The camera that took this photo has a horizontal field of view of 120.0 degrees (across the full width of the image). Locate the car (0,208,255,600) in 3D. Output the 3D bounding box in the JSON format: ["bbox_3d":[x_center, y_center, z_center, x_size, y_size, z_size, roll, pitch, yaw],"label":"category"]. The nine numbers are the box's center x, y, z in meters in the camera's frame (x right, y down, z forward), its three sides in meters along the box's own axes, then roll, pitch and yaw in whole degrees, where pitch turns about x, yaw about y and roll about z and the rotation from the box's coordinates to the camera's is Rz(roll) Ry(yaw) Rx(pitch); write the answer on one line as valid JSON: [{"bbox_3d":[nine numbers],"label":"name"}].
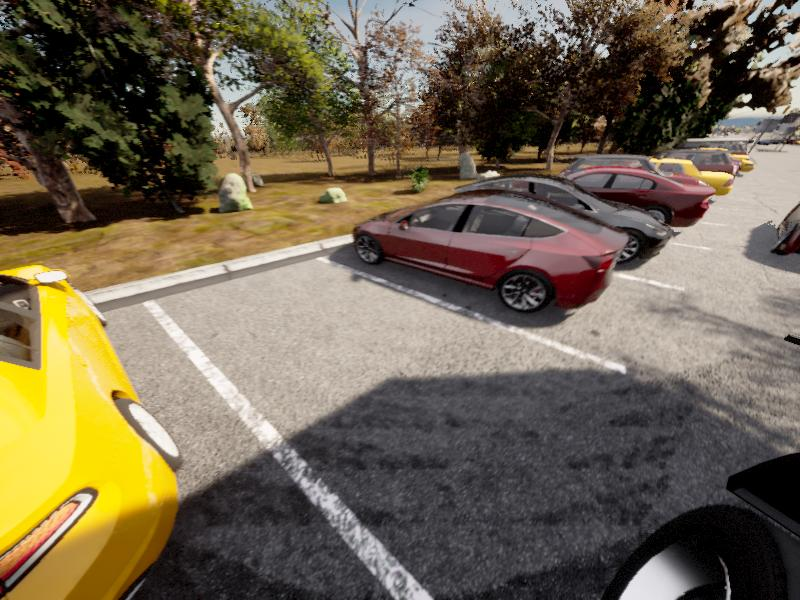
[{"bbox_3d":[-3.657,0.679,1.661,5.008,1.535,2.097,21,41,29],"label":"car"}]

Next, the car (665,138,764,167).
[{"bbox_3d":[27.180,-12.988,20.306,4.442,1.987,1.878,18,39,26],"label":"car"}]

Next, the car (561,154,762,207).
[{"bbox_3d":[10.595,-5.449,10.192,5.366,1.575,1.946,20,40,27],"label":"car"}]

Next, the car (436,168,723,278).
[{"bbox_3d":[3.623,-2.291,5.843,4.792,1.488,2.163,21,40,28],"label":"car"}]

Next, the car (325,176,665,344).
[{"bbox_3d":[1.155,-1.300,4.467,4.792,1.488,2.163,21,40,28],"label":"car"}]

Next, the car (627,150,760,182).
[{"bbox_3d":[17.817,-8.500,14.509,4.674,1.452,2.002,19,40,27],"label":"car"}]

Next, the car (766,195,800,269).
[{"bbox_3d":[10.179,-1.644,4.935,4.181,1.385,1.994,-23,41,-29],"label":"car"}]

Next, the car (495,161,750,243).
[{"bbox_3d":[5.994,-3.335,7.245,5.008,1.535,2.097,20,40,28],"label":"car"}]

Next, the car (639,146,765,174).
[{"bbox_3d":[22.313,-10.724,17.543,5.366,1.575,1.946,19,39,26],"label":"car"}]

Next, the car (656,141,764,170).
[{"bbox_3d":[24.808,-11.840,18.880,4.553,1.767,2.185,18,39,26],"label":"car"}]

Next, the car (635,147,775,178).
[{"bbox_3d":[20.307,-9.549,15.890,5.366,1.575,1.946,19,39,26],"label":"car"}]

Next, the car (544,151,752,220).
[{"bbox_3d":[8.351,-4.476,8.621,4.553,1.767,2.185,20,40,28],"label":"car"}]

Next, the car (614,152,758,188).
[{"bbox_3d":[15.475,-7.444,13.037,4.674,1.452,2.002,19,40,27],"label":"car"}]

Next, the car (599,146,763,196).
[{"bbox_3d":[13.140,-6.525,11.471,4.553,1.767,2.185,20,40,27],"label":"car"}]
